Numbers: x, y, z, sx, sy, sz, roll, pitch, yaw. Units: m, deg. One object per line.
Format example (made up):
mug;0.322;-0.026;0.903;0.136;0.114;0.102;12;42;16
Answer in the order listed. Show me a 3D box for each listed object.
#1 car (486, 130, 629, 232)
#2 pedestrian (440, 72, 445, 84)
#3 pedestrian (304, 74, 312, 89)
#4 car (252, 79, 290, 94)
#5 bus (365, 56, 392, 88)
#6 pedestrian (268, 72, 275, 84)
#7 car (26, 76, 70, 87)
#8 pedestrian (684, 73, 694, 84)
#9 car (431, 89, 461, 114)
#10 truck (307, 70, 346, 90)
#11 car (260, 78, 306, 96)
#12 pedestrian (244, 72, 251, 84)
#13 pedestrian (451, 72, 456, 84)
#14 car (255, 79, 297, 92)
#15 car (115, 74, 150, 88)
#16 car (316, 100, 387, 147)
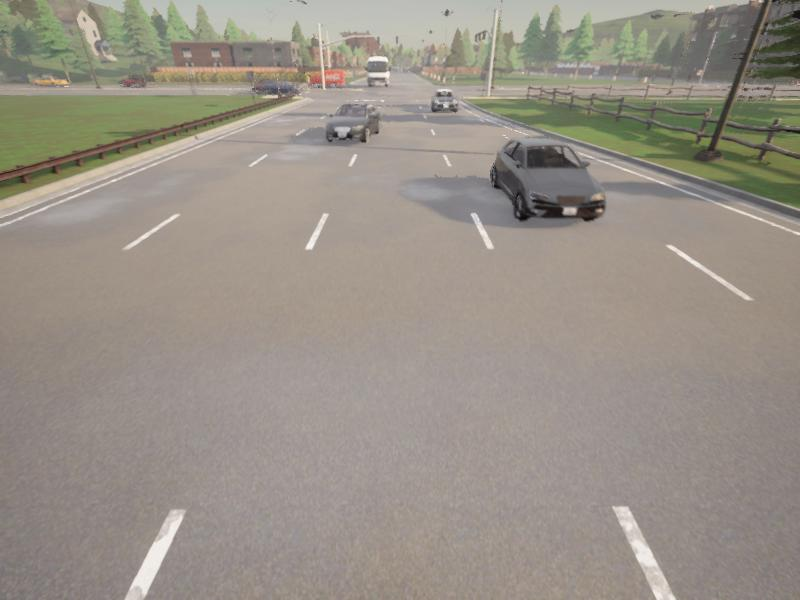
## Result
car;3.503;-3.132;9.896;1.816;1.474;4.193;0;30;0
pedestrian;7.982;-41.398;74.589;0.751;1.860;0.751;-2;30;-3
pedestrian;-13.056;-31.019;56.834;0.751;1.860;0.751;3;30;5
car;-16.262;-27.016;50.592;3.988;1.617;1.851;0;30;1
bus;-3.388;-37.868;66.539;3.944;4.253;10.273;0;30;0
pedestrian;-23.857;-41.109;74.082;0.751;1.860;0.751;0;30;0
car;-58.749;-36.555;66.908;5.366;1.575;1.801;0;30;1
pedestrian;51.876;-39.762;71.809;0.751;1.860;0.751;1;30;2
car;3.401;-15.091;30.339;1.970;1.475;3.806;2;30;3
truck;-11.019;-33.170;60.255;5.204;2.467;2.627;0;30;1
car;-13.699;-25.046;47.039;4.553;1.767;2.097;5;31;9
pedestrian;-28.317;-41.238;74.300;0.751;1.860;0.751;0;30;1
pedestrian;9.910;-41.194;74.240;0.751;1.860;0.751;2;30;4
car;-16.580;-28.732;53.649;4.792;1.488;2.163;0;30;1
car;-42.661;-34.923;63.817;3.866;1.878;1.905;-1;30;-1
car;-2.109;-8.514;19.060;2.128;1.511;4.902;4;31;7
